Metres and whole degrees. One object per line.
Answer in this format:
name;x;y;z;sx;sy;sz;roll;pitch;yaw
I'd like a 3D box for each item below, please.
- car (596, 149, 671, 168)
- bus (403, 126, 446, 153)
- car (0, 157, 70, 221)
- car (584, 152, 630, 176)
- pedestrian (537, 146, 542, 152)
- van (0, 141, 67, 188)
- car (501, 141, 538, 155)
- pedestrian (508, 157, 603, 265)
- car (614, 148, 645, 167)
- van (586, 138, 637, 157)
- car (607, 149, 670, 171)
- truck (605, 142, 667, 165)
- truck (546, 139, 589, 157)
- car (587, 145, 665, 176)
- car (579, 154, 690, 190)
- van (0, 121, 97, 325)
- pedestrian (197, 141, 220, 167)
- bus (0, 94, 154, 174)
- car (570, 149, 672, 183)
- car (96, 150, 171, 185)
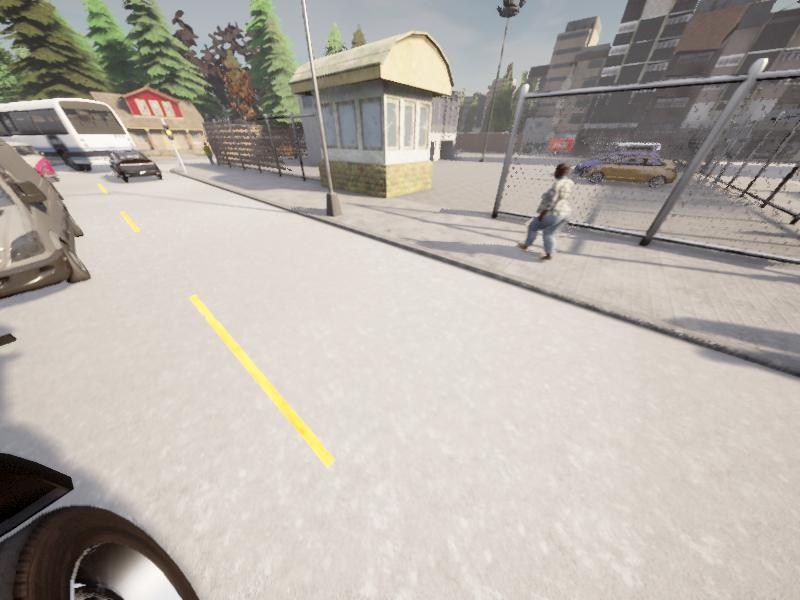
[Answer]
car;24.548;-15.147;24.595;5.357;1.415;2.033;26;42;31
bus;5.336;-34.527;49.753;3.944;4.253;10.273;25;42;30
car;-13.905;-4.078;8.269;3.705;1.549;1.789;25;42;31
car;15.847;-10.454;17.728;2.207;1.379;1.481;26;42;31
pedestrian;29.849;-32.262;49.335;0.500;1.100;0.500;-7;36;-10
van;-21.682;-7.864;13.217;4.442;1.987;1.775;21;40;26
car;22.927;-29.422;44.581;5.566;2.045;2.150;26;42;31
pedestrian;3.011;-1.773;4.684;0.751;1.860;0.751;-13;37;-19
car;24.280;-15.166;24.494;1.789;1.547;3.705;26;42;31
van;36.254;-26.263;39.791;5.915;2.561;1.988;25;42;31
car;21.876;-13.001;21.382;3.633;1.501;1.845;26;42;31
truck;27.207;-17.072;26.839;4.478;2.038;2.069;26;42;31
truck;29.060;-26.644;40.310;5.204;2.467;2.627;25;42;31
car;17.894;-11.249;18.527;3.866;1.878;1.905;26;42;31
car;13.497;-7.669;13.649;4.193;1.474;1.816;26;42;31
van;-8.114;-1.780;4.189;5.915;2.561;1.988;26;42;32
pedestrian;-16.734;-12.807;20.227;0.751;1.860;0.751;29;44;34
bus;-26.353;-12.652;18.026;10.273;4.253;3.944;9;37;14
car;14.957;-9.382;16.002;4.611;1.667;2.242;26;42;31
car;-16.898;-8.514;14.623;4.902;1.511;2.128;26;42;31
